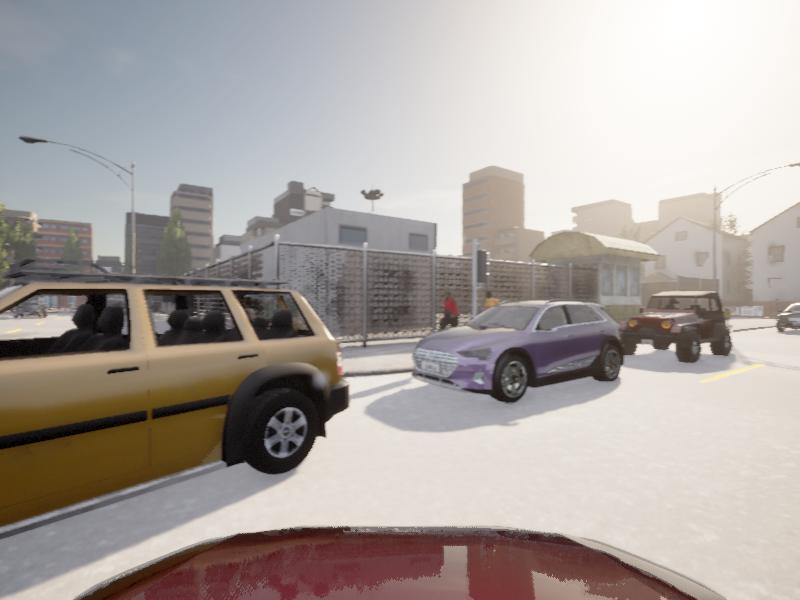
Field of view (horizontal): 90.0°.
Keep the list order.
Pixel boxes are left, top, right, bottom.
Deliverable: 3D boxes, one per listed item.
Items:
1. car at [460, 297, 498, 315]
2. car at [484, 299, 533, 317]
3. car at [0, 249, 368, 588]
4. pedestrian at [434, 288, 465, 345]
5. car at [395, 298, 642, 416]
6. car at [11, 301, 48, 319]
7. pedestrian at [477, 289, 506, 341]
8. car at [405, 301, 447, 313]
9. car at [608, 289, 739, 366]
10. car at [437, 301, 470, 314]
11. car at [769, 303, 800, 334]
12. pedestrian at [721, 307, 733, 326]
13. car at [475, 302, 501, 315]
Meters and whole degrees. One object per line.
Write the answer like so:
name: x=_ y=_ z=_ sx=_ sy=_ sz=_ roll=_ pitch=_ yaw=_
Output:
car: x=8.569 y=0.655 z=43.530 sx=3.866 sy=1.878 sz=1.905 roll=0 pitch=0 yaw=-35
car: x=10.804 y=0.761 z=39.858 sx=4.611 sy=1.667 sz=2.242 roll=0 pitch=0 yaw=-35
car: x=-2.581 y=0.650 z=3.221 sx=1.932 sy=1.855 sz=4.605 roll=0 pitch=0 yaw=40
pedestrian: x=1.689 y=0.544 z=13.727 sx=0.751 sy=1.860 sz=0.751 roll=0 pitch=0 yaw=-35
car: x=2.482 y=0.791 z=7.818 sx=4.856 sy=1.649 sz=2.033 roll=0 pitch=0 yaw=-35
car: x=-31.992 y=0.820 z=34.648 sx=1.816 sy=1.474 sz=4.193 roll=0 pitch=0 yaw=-36
pedestrian: x=3.397 y=0.550 z=14.896 sx=0.751 sy=1.860 sz=0.751 roll=0 pitch=0 yaw=-35
car: x=3.416 y=0.885 z=51.878 sx=5.357 sy=1.415 sz=2.033 roll=0 pitch=0 yaw=-35
car: x=8.027 y=0.677 z=11.667 sx=3.866 sy=1.878 sz=1.905 roll=0 pitch=0 yaw=-35
car: x=6.419 y=0.826 z=48.265 sx=3.633 sy=1.501 sz=1.845 roll=0 pitch=0 yaw=-35
car: x=21.524 y=0.909 z=21.073 sx=4.902 sy=1.511 sz=2.128 roll=0 pitch=0 yaw=-36
pedestrian: x=19.802 y=0.987 z=24.226 sx=0.500 sy=1.100 sz=0.500 roll=0 pitch=0 yaw=-43
car: x=9.089 y=0.863 z=41.261 sx=2.207 sy=1.379 sz=1.481 roll=0 pitch=0 yaw=-35
